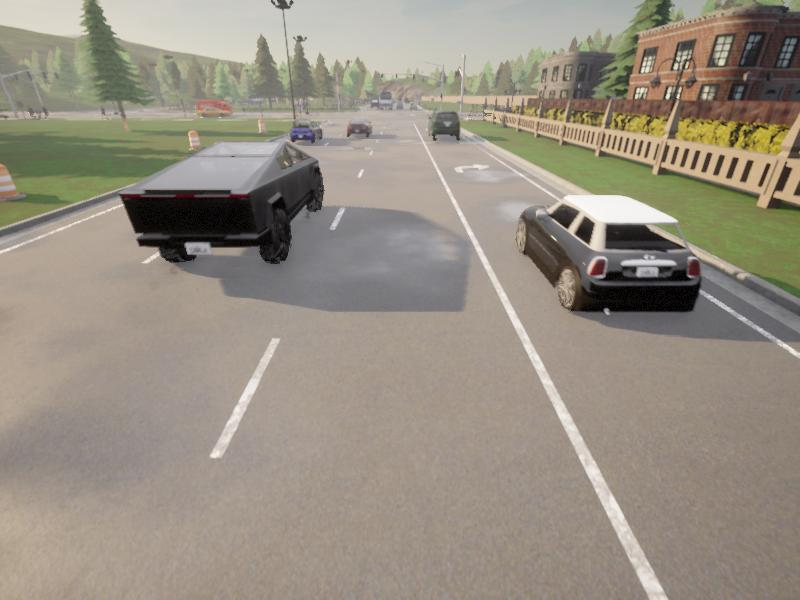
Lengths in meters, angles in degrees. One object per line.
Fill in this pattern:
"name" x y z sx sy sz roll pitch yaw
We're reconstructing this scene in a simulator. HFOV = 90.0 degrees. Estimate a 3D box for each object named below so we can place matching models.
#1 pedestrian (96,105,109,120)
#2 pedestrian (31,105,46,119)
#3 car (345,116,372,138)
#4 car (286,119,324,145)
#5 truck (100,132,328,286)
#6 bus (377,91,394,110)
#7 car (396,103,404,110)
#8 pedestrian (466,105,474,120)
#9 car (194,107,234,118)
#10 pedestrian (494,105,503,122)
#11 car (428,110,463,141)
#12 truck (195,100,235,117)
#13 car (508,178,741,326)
"pedestrian" -41.098 -25.930 55.261 0.751 1.860 0.751 2 27 4
"pedestrian" -51.156 -26.615 56.613 0.751 1.860 0.751 1 27 3
"car" -3.490 -14.949 34.507 1.812 1.442 4.674 0 27 0
"car" -6.994 -12.639 29.934 1.816 1.474 4.193 0 27 0
"truck" -3.493 -2.604 9.521 2.390 2.098 6.274 0 27 0
"bus" -3.607 -51.741 103.704 3.944 4.253 10.273 0 27 0
"car" 0.016 -50.869 105.136 2.033 1.411 5.357 0 27 0
"pedestrian" 9.350 -25.127 53.651 0.751 1.860 0.751 -4 27 -9
"car" -30.371 -30.741 65.448 5.366 1.575 1.801 0 27 1
"pedestrian" 12.399 -23.372 50.200 0.751 1.860 0.751 -1 27 -2
"car" 3.516 -14.127 32.216 2.150 2.045 5.566 0 27 0
"truck" -31.549 -32.748 68.367 5.204 2.467 2.627 0 27 1
"car" 3.505 -1.129 7.303 1.970 1.475 3.806 0 27 0
